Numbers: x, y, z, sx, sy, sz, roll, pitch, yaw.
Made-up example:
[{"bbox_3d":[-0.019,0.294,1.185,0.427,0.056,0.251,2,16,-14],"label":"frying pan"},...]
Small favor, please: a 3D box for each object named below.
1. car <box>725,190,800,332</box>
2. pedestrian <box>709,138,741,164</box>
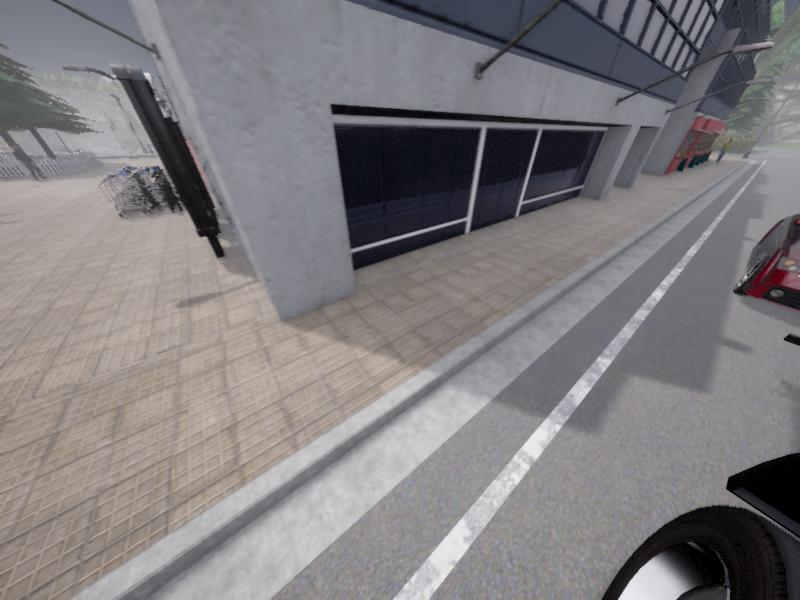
[{"bbox_3d":[7.493,-0.701,3.644,4.181,1.385,1.994,-23,41,-29],"label":"car"},{"bbox_3d":[28.069,-12.868,19.975,0.751,1.860,0.751,-24,42,-30],"label":"pedestrian"}]
